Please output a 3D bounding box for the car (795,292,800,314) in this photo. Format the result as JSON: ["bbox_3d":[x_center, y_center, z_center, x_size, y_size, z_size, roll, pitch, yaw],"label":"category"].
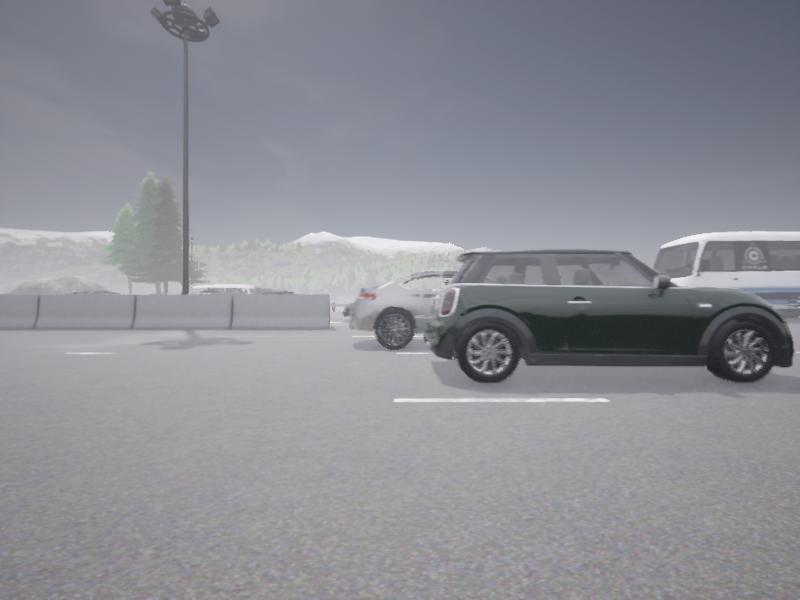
[{"bbox_3d":[29.871,0.188,26.746,5.008,1.535,1.882,-1,0,0],"label":"car"}]

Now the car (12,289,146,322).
[{"bbox_3d":[-15.615,0.256,19.670,4.902,1.511,2.128,0,0,0],"label":"car"}]

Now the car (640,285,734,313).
[{"bbox_3d":[21.579,-0.057,30.233,5.566,2.045,2.150,0,0,0],"label":"car"}]

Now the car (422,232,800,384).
[{"bbox_3d":[2.649,0.093,5.700,4.553,1.767,2.097,0,0,0],"label":"car"}]

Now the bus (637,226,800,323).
[{"bbox_3d":[17.923,-1.159,19.606,10.273,4.253,3.944,-1,0,0],"label":"bus"}]

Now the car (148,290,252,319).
[{"bbox_3d":[-11.454,0.239,23.178,4.974,1.542,2.038,0,0,0],"label":"car"}]

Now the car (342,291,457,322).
[{"bbox_3d":[-0.038,0.296,19.698,5.357,1.411,2.033,0,0,0],"label":"car"}]

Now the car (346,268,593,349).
[{"bbox_3d":[1.411,0.179,9.200,5.027,1.651,2.152,0,0,0],"label":"car"}]

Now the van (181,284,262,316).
[{"bbox_3d":[-11.807,-0.014,26.676,4.480,2.038,2.069,0,0,0],"label":"van"}]

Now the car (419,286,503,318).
[{"bbox_3d":[3.444,0.091,23.203,4.553,1.767,2.097,0,0,0],"label":"car"}]

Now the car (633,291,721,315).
[{"bbox_3d":[18.378,0.207,26.726,4.514,1.525,2.007,0,0,0],"label":"car"}]

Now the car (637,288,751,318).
[{"bbox_3d":[16.899,0.161,23.224,5.027,1.651,2.152,0,0,0],"label":"car"}]

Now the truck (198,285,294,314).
[{"bbox_3d":[-11.483,-0.043,30.176,6.274,2.098,2.390,0,0,0],"label":"truck"}]

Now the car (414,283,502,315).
[{"bbox_3d":[3.765,-0.034,26.703,5.566,2.045,2.150,0,0,0],"label":"car"}]
